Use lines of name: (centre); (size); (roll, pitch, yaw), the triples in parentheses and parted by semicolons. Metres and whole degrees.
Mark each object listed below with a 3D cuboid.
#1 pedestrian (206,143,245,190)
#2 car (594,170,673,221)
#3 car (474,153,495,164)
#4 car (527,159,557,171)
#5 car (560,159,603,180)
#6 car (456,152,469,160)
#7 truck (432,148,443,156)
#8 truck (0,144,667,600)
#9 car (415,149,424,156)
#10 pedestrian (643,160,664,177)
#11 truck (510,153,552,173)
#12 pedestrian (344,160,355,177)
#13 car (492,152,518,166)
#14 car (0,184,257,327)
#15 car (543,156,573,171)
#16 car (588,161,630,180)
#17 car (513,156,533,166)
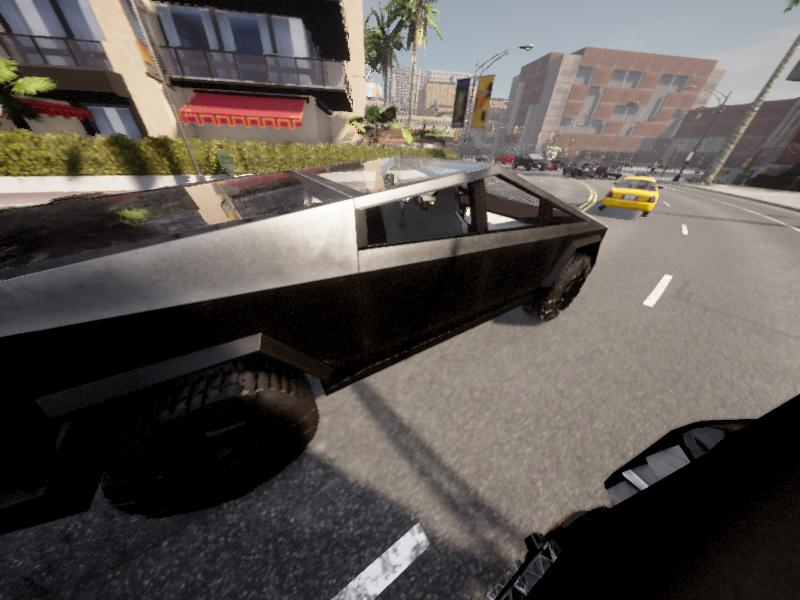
pedestrian: (-8.055, -6.203, 10.785); (0.751, 1.860, 0.751); (-7, 35, -14)
car: (11.403, -5.304, 11.308); (1.801, 1.575, 5.366); (28, 41, 34)
car: (17.627, -29.540, 48.257); (1.930, 1.638, 5.238); (-2, 34, -6)
car: (22.227, -21.292, 36.360); (1.994, 1.385, 4.181); (1, 33, -2)
car: (21.012, -15.376, 27.078); (2.242, 1.667, 4.611); (10, 34, 11)
car: (16.135, -37.169, 59.738); (1.789, 1.549, 3.705); (-2, 34, -6)
truck: (13.237, -52.518, 81.894); (2.627, 2.467, 5.204); (-2, 34, -6)
truck: (-0.015, -0.513, 2.840); (6.274, 2.098, 2.390); (-18, 38, -27)
car: (6.855, -51.387, 80.380); (2.185, 1.767, 4.553); (-2, 34, -7)
pedestrian: (32.205, -16.729, 29.378); (0.751, 1.860, 0.751); (0, 34, -4)
truck: (18.842, -20.060, 33.614); (2.390, 2.098, 6.274); (2, 33, -2)
pedestrian: (-3.806, -9.940, 17.428); (0.500, 1.100, 0.500); (-25, 42, -35)
car: (21.273, -28.770, 46.975); (2.150, 2.045, 5.566); (-1, 34, -6)
car: (-5.029, -0.942, 3.812); (4.181, 1.385, 1.994); (-17, 38, -27)
car: (25.612, -22.268, 37.590); (1.905, 1.878, 3.866); (1, 34, -3)
car: (24.683, -15.482, 27.540); (1.851, 1.617, 3.988); (9, 34, 9)
car: (24.807, -28.192, 46.784); (1.789, 1.549, 3.705); (-1, 34, -6)
